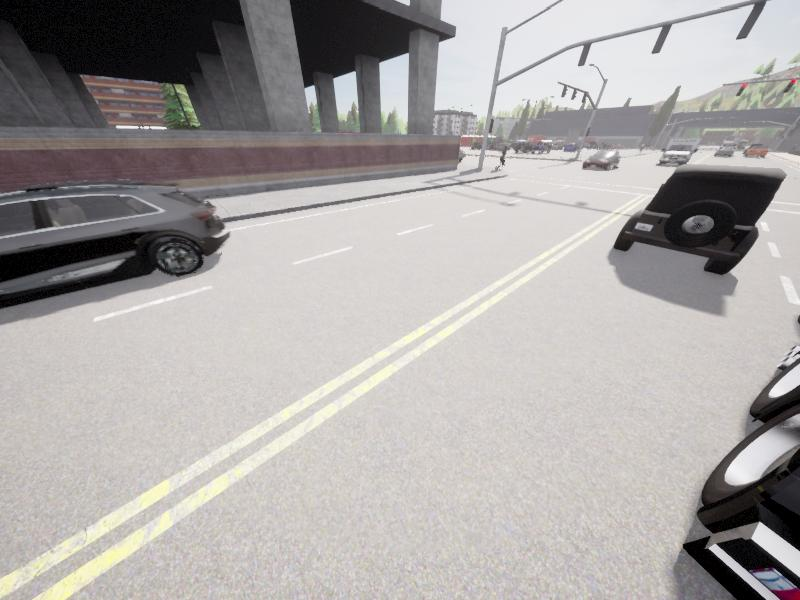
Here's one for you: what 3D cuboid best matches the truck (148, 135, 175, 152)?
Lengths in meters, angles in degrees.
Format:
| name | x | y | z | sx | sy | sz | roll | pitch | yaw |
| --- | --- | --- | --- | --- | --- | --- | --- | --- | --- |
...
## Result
| name | x | y | z | sx | sy | sz | roll | pitch | yaw |
| --- | --- | --- | --- | --- | --- | --- | --- | --- | --- |
| truck | -44.278 | -29.216 | 42.997 | 2.615 | 2.467 | 5.204 | -26 | 42 | -32 |

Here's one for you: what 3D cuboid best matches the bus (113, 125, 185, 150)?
| name | x | y | z | sx | sy | sz | roll | pitch | yaw |
| --- | --- | --- | --- | --- | --- | --- | --- | --- | --- |
| bus | -57.590 | -37.611 | 53.616 | 10.273 | 4.253 | 3.944 | -26 | 42 | -32 |

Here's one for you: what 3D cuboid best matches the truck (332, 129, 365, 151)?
| name | x | y | z | sx | sy | sz | roll | pitch | yaw |
| --- | --- | --- | --- | --- | --- | --- | --- | --- | --- |
| truck | -11.425 | -35.507 | 51.296 | 2.891 | 3.827 | 8.468 | -26 | 43 | -32 |

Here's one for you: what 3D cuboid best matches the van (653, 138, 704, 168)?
| name | x | y | z | sx | sy | sz | roll | pitch | yaw |
| --- | --- | --- | --- | --- | --- | --- | --- | --- | --- |
| van | 29.810 | -15.821 | 24.773 | 6.366 | 2.431 | 2.351 | -28 | 44 | -35 |

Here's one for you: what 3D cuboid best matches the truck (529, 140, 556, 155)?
| name | x | y | z | sx | sy | sz | roll | pitch | yaw |
| --- | --- | --- | --- | --- | --- | --- | --- | --- | --- |
| truck | 25.021 | -26.874 | 40.614 | 4.478 | 2.038 | 2.069 | -26 | 42 | -32 |

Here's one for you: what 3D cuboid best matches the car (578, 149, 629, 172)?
| name | x | y | z | sx | sy | sz | roll | pitch | yaw |
| --- | --- | --- | --- | --- | --- | --- | --- | --- | --- |
| car | 18.753 | -12.903 | 21.281 | 4.792 | 1.488 | 2.163 | -26 | 43 | -32 |

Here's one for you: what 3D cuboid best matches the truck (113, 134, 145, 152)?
| name | x | y | z | sx | sy | sz | roll | pitch | yaw |
| --- | --- | --- | --- | --- | --- | --- | --- | --- | --- |
| truck | -47.573 | -27.639 | 40.709 | 2.615 | 2.467 | 5.204 | -26 | 42 | -32 |

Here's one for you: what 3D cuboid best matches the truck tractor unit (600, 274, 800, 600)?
| name | x | y | z | sx | sy | sz | roll | pitch | yaw |
| --- | --- | --- | --- | --- | --- | --- | --- | --- | --- |
| truck tractor unit | 5.128 | -0.283 | 0.756 | 6.516 | 4.208 | 3.053 | -18 | 39 | -23 |

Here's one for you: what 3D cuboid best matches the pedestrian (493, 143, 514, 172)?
| name | x | y | z | sx | sy | sz | roll | pitch | yaw |
| --- | --- | --- | --- | --- | --- | --- | --- | --- | --- |
| pedestrian | 8.020 | -11.030 | 17.905 | 0.751 | 1.860 | 0.751 | -22 | 41 | -28 |

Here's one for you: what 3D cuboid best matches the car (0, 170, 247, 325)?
| name | x | y | z | sx | sy | sz | roll | pitch | yaw |
| --- | --- | --- | --- | --- | --- | --- | --- | --- | --- |
| car | -5.923 | -1.063 | 4.034 | 4.856 | 1.649 | 2.033 | -26 | 43 | -32 |

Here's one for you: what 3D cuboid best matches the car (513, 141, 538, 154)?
| name | x | y | z | sx | sy | sz | roll | pitch | yaw |
| --- | --- | --- | --- | --- | --- | --- | --- | --- | --- |
| car | 23.102 | -28.047 | 42.442 | 4.605 | 1.855 | 1.932 | -26 | 42 | -32 |

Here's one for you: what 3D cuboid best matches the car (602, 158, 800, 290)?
| name | x | y | z | sx | sy | sz | roll | pitch | yaw |
| --- | --- | --- | --- | --- | --- | --- | --- | --- | --- |
| car | 6.877 | -2.077 | 5.369 | 3.866 | 1.878 | 1.905 | -26 | 43 | -32 |
